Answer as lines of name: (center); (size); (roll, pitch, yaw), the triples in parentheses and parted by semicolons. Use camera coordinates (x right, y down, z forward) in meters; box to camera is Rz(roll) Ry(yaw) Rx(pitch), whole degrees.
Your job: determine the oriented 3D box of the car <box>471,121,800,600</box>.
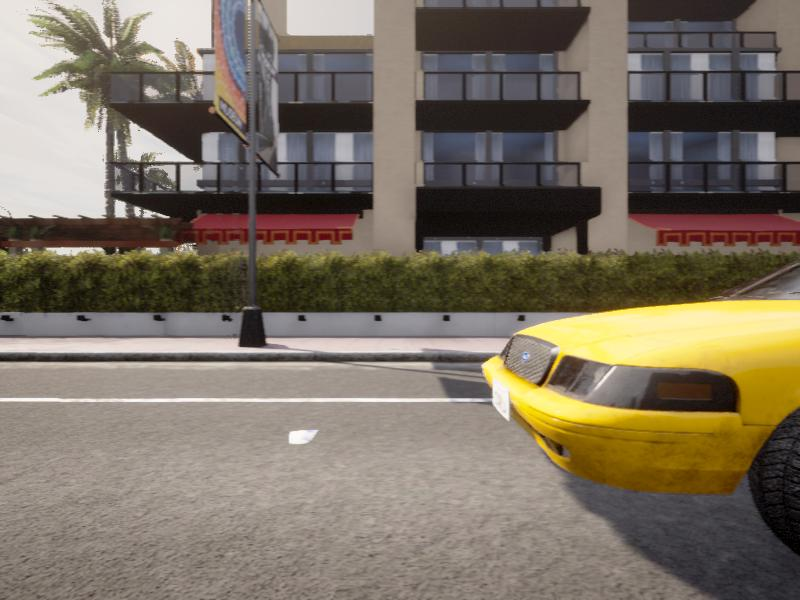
car: (3.233, 0.201, 2.201); (5.366, 1.575, 1.801); (0, 0, 0)
